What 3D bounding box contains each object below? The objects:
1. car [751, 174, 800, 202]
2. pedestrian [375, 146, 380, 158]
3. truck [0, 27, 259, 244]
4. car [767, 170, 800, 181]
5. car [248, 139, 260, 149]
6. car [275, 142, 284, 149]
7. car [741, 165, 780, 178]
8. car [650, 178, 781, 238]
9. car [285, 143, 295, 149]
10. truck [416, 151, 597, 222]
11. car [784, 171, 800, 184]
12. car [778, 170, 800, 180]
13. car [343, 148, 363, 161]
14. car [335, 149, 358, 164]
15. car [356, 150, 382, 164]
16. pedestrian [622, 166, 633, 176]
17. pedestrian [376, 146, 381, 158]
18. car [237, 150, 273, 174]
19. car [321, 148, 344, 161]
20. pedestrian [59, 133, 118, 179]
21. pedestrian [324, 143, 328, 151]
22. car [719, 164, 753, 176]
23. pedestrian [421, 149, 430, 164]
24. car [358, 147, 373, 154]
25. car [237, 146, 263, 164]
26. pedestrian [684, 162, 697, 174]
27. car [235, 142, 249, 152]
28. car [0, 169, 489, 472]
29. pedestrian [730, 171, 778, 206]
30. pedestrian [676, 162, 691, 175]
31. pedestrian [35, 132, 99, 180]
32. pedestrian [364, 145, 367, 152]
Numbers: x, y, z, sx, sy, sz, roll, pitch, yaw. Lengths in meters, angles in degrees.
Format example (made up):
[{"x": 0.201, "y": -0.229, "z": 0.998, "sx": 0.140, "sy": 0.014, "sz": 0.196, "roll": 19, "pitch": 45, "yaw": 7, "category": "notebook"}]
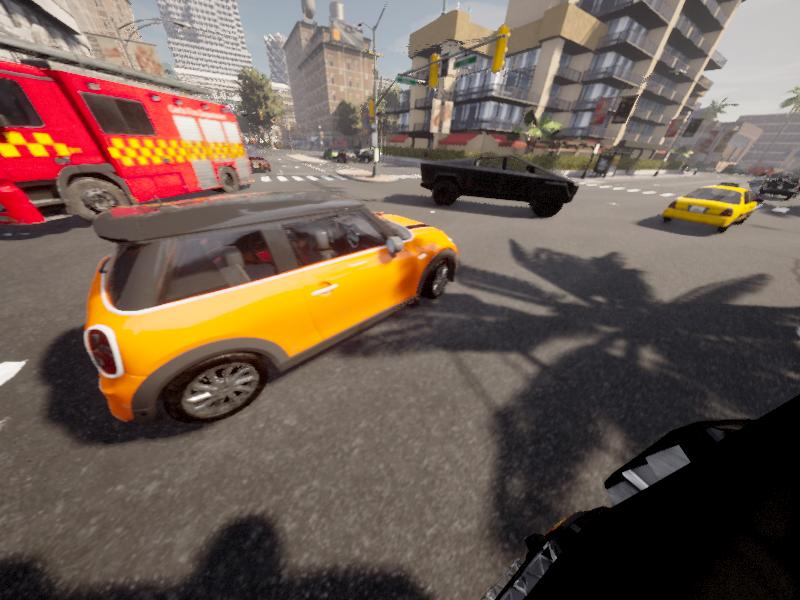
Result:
[{"x": 30.397, "y": -8.962, "z": 18.306, "sx": 3.988, "sy": 1.617, "sz": 1.851, "roll": -16, "pitch": 38, "yaw": -26, "category": "car"}, {"x": -4.383, "y": -28.584, "z": 44.611, "sx": 0.751, "sy": 1.860, "sz": 0.751, "roll": -14, "pitch": 37, "yaw": -24, "category": "pedestrian"}, {"x": -9.219, "y": -5.322, "z": 7.796, "sx": 2.891, "sy": 3.827, "sz": 8.468, "roll": 5, "pitch": 34, "yaw": 2, "category": "truck"}, {"x": 73.084, "y": -23.772, "z": 44.044, "sx": 1.994, "sy": 1.385, "sz": 4.181, "roll": 27, "pitch": 40, "yaw": 31, "category": "car"}, {"x": -42.040, "y": -44.785, "z": 66.247, "sx": 2.150, "sy": 2.045, "sz": 5.566, "roll": -16, "pitch": 38, "yaw": -26, "category": "car"}, {"x": -39.694, "y": -50.982, "z": 76.201, "sx": 1.801, "sy": 1.575, "sz": 5.366, "roll": -16, "pitch": 38, "yaw": -26, "category": "car"}, {"x": 79.179, "y": -28.399, "z": 50.885, "sx": 2.150, "sy": 2.045, "sz": 5.566, "roll": 21, "pitch": 38, "yaw": 25, "category": "car"}, {"x": 12.896, "y": -3.921, "z": 9.410, "sx": 5.366, "sy": 1.575, "sz": 1.801, "roll": -16, "pitch": 38, "yaw": -26, "category": "car"}, {"x": -37.945, "y": -53.002, "z": 79.547, "sx": 2.152, "sy": 1.651, "sz": 5.027, "roll": -16, "pitch": 38, "yaw": -26, "category": "car"}, {"x": 4.158, "y": -5.221, "z": 10.230, "sx": 6.274, "sy": 2.098, "sz": 2.390, "roll": 13, "pitch": 35, "yaw": 16, "category": "truck"}, {"x": 65.729, "y": -19.952, "z": 37.605, "sx": 4.611, "sy": 1.667, "sz": 2.242, "roll": -25, "pitch": 43, "yaw": -35, "category": "car"}, {"x": 79.948, "y": -25.345, "z": 46.775, "sx": 1.789, "sy": 1.549, "sz": 3.705, "roll": 21, "pitch": 38, "yaw": 25, "category": "car"}, {"x": -7.726, "y": -23.758, "z": 37.644, "sx": 1.851, "sy": 1.617, "sz": 3.988, "roll": -16, "pitch": 38, "yaw": -26, "category": "car"}, {"x": -7.254, "y": -19.467, "z": 31.275, "sx": 1.789, "sy": 1.549, "sz": 3.705, "roll": -16, "pitch": 38, "yaw": -26, "category": "car"}, {"x": -4.493, "y": -20.564, "z": 33.190, "sx": 1.837, "sy": 1.490, "sz": 4.892, "roll": -16, "pitch": 38, "yaw": -26, "category": "car"}, {"x": 30.732, "y": -17.395, "z": 31.156, "sx": 0.500, "sy": 1.100, "sz": 0.500, "roll": -14, "pitch": 37, "yaw": -24, "category": "pedestrian"}, {"x": -3.988, "y": -27.471, "z": 42.967, "sx": 0.751, "sy": 1.860, "sz": 0.751, "roll": -15, "pitch": 38, "yaw": -25, "category": "pedestrian"}, {"x": -11.719, "y": -11.168, "z": 18.618, "sx": 1.994, "sy": 1.385, "sz": 4.181, "roll": -16, "pitch": 38, "yaw": -26, "category": "car"}, {"x": -10.407, "y": -22.511, "z": 35.637, "sx": 2.007, "sy": 1.525, "sz": 4.514, "roll": -16, "pitch": 38, "yaw": -26, "category": "car"}, {"x": -15.303, "y": -7.074, "z": 11.423, "sx": 0.751, "sy": 1.860, "sz": 0.751, "roll": 5, "pitch": 34, "yaw": 3, "category": "pedestrian"}, {"x": -22.926, "y": -47.511, "z": 71.660, "sx": 0.751, "sy": 1.860, "sz": 0.751, "roll": -14, "pitch": 37, "yaw": -23, "category": "pedestrian"}, {"x": 76.566, "y": -29.816, "z": 52.816, "sx": 2.150, "sy": 2.045, "sz": 5.566, "roll": 21, "pitch": 38, "yaw": 25, "category": "car"}, {"x": 3.656, "y": -20.796, "z": 33.511, "sx": 0.751, "sy": 1.860, "sz": 0.751, "roll": -16, "pitch": 38, "yaw": -26, "category": "pedestrian"}, {"x": -9.599, "y": -41.650, "z": 64.483, "sx": 3.633, "sy": 1.501, "sz": 1.845, "roll": -16, "pitch": 38, "yaw": -27, "category": "car"}, {"x": -16.358, "y": -15.786, "z": 25.098, "sx": 1.837, "sy": 1.490, "sz": 4.892, "roll": -16, "pitch": 38, "yaw": -26, "category": "car"}, {"x": 55.336, "y": -25.139, "z": 43.999, "sx": 0.751, "sy": 1.860, "sz": 0.751, "roll": -18, "pitch": 39, "yaw": -28, "category": "pedestrian"}, {"x": -31.312, "y": -30.334, "z": 45.793, "sx": 1.882, "sy": 1.535, "sz": 5.008, "roll": -16, "pitch": 38, "yaw": -26, "category": "car"}, {"x": -1.057, "y": -0.668, "z": 3.262, "sx": 4.553, "sy": 1.767, "sz": 2.097, "roll": -27, "pitch": 44, "yaw": -36, "category": "car"}, {"x": 21.632, "y": -6.828, "z": 14.154, "sx": 0.751, "sy": 1.860, "sz": 0.751, "roll": -19, "pitch": 40, "yaw": -30, "category": "pedestrian"}, {"x": 49.428, "y": -22.937, "z": 40.236, "sx": 0.751, "sy": 1.860, "sz": 0.751, "roll": -15, "pitch": 38, "yaw": -25, "category": "pedestrian"}, {"x": -15.810, "y": -6.854, "z": 11.052, "sx": 0.751, "sy": 1.860, "sz": 0.751, "roll": -2, "pitch": 34, "yaw": -7, "category": "pedestrian"}, {"x": -10.837, "y": -47.793, "z": 73.009, "sx": 0.751, "sy": 1.860, "sz": 0.751, "roll": -15, "pitch": 38, "yaw": -25, "category": "pedestrian"}]
